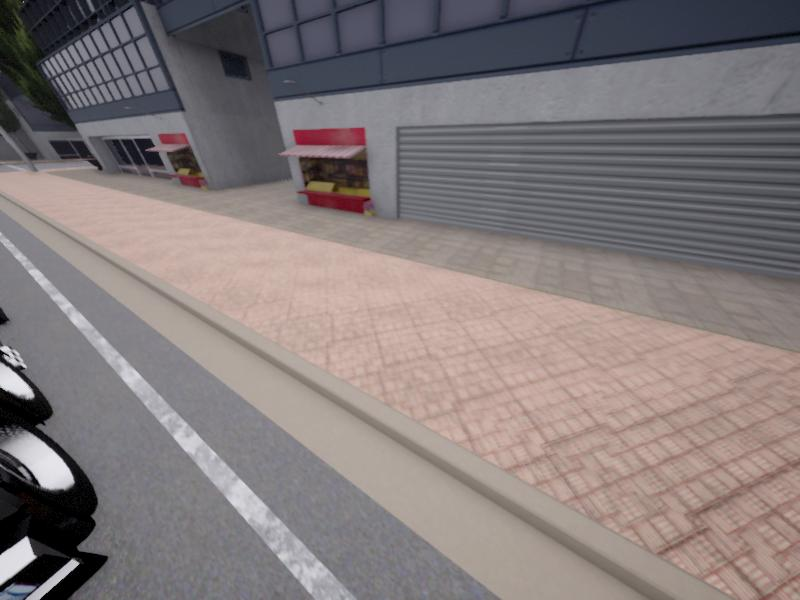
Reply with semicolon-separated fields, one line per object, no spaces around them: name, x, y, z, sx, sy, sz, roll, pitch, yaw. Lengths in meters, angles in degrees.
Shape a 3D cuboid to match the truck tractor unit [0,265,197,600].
truck tractor unit;-5.113;-0.298;0.781;6.516;4.208;3.053;18;39;24
